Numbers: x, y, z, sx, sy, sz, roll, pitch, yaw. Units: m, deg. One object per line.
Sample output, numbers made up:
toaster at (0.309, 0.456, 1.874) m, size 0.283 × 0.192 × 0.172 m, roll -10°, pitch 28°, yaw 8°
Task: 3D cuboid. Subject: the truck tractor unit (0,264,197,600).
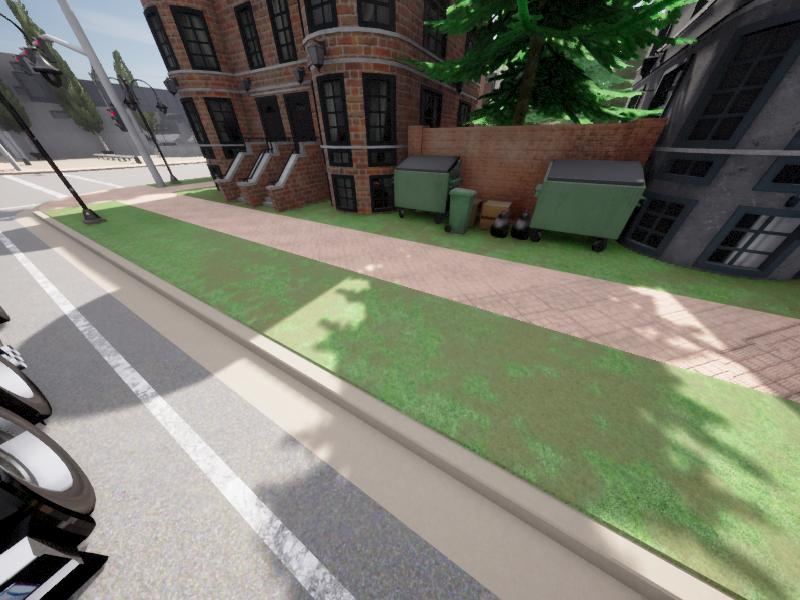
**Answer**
truck tractor unit at (-5.112, -0.299, 0.780) m, size 6.516 × 4.208 × 3.053 m, roll 18°, pitch 39°, yaw 24°
